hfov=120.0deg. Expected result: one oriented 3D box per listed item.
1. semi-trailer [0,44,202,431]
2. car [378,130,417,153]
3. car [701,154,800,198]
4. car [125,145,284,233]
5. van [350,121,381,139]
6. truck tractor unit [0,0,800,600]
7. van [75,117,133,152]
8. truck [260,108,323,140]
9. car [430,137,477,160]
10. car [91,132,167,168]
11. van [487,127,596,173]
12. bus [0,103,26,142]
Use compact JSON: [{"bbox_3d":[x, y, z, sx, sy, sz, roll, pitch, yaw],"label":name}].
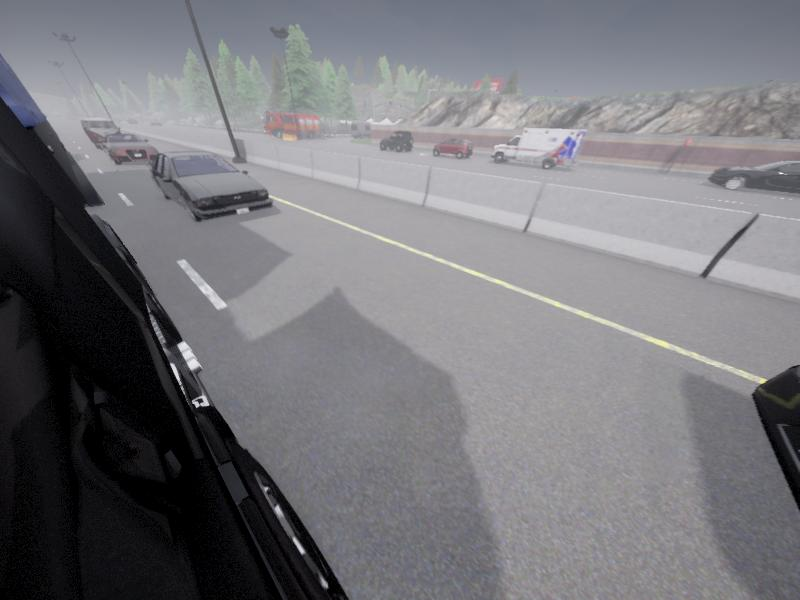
[{"bbox_3d":[-8.703,-3.582,4.251,14.254,4.402,2.717,28,44,30],"label":"semi-trailer"},{"bbox_3d":[-0.298,-17.277,25.143,3.866,1.878,1.905,28,44,30],"label":"car"},{"bbox_3d":[19.945,-6.373,11.971,5.008,1.535,1.882,28,44,30],"label":"car"},{"bbox_3d":[-6.081,-3.696,7.080,5.357,1.411,2.033,28,44,30],"label":"car"},{"bbox_3d":[-6.335,-31.739,43.284,1.988,2.561,5.915,28,44,30],"label":"van"},{"bbox_3d":[-2.645,-0.295,0.352,6.516,4.208,3.053,28,44,30],"label":"truck tractor unit"},{"bbox_3d":[-23.255,-13.068,18.175,4.442,1.987,1.775,28,44,30],"label":"van"},{"bbox_3d":[-17.649,-28.974,38.232,8.468,3.827,2.891,-17,41,-24],"label":"truck"},{"bbox_3d":[4.995,-14.324,21.769,3.705,1.549,1.789,28,44,30],"label":"car"},{"bbox_3d":[-15.693,-8.796,13.393,4.181,1.385,1.994,28,44,30],"label":"car"},{"bbox_3d":[10.580,-11.713,17.854,6.366,2.431,2.351,28,44,30],"label":"van"},{"bbox_3d":[-38.651,-16.790,20.418,10.273,4.253,3.944,28,44,30],"label":"bus"}]
